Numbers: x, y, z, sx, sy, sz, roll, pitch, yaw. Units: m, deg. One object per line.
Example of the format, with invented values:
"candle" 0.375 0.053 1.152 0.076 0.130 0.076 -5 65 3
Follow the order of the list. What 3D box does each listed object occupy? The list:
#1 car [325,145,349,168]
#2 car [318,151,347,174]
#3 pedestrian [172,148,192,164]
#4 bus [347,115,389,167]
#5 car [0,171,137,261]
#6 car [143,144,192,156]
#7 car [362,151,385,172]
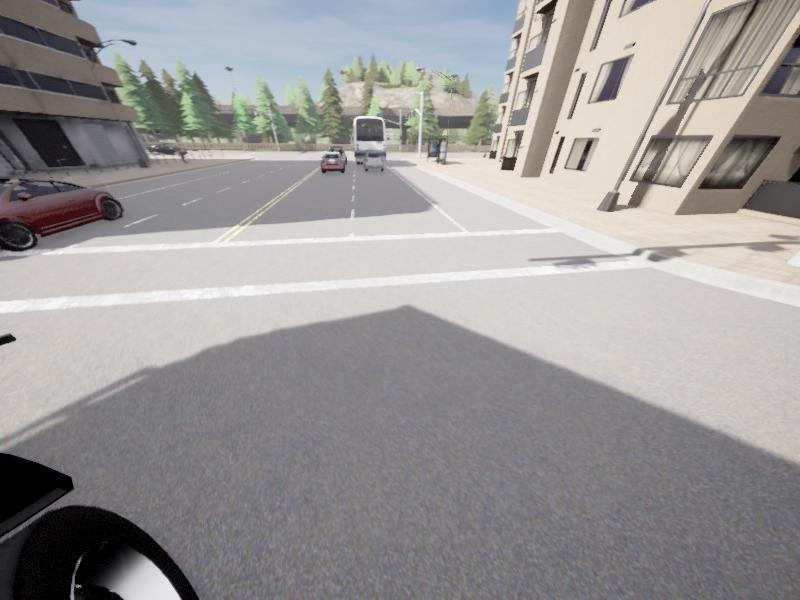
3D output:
"car" -6.729 -15.636 25.027 1.932 1.855 4.605 -5 35 -8
"car" -5.805 -12.095 20.245 1.970 1.475 3.806 -5 35 -8
"pedestrian" -21.935 -14.519 23.300 0.751 1.300 0.751 -4 35 -7
"bus" -3.848 -18.584 27.282 3.944 4.253 10.273 -5 35 -8
"car" -10.212 -2.416 6.158 1.994 1.385 4.181 -4 35 -8
"car" -35.877 -23.269 35.802 4.892 1.490 1.837 -4 35 -7
"car" -2.496 -12.970 21.537 1.845 1.501 3.633 -5 35 -8
